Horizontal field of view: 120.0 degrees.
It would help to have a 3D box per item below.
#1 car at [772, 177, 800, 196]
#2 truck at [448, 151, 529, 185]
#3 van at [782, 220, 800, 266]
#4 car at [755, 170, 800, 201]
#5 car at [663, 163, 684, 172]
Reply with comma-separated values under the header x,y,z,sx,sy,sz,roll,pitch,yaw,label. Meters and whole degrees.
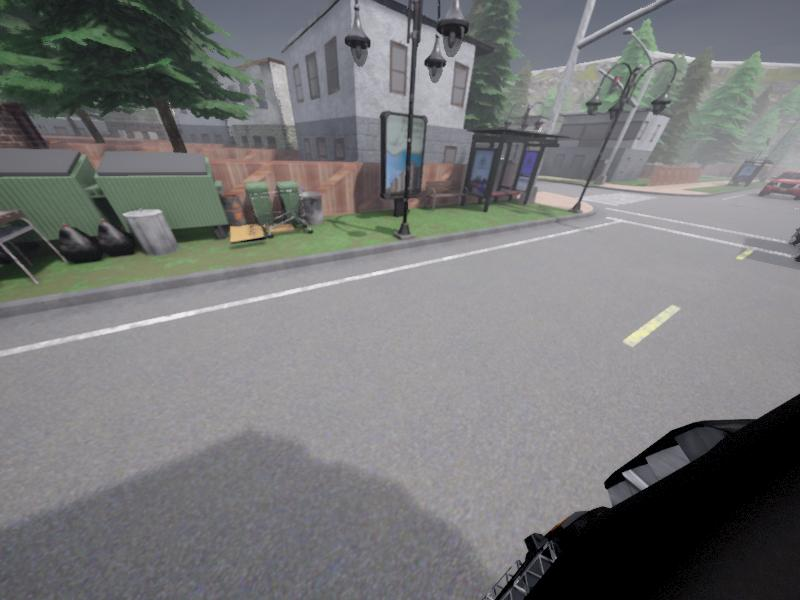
x,y,z,sx,sy,sz,roll,pitch,yaw,label
40.851,-11.692,23.757,4.181,1.385,1.994,-16,38,-26,car
7.653,-12.074,20.917,2.390,2.098,6.274,-22,41,-33,truck
13.063,-2.061,6.369,4.442,1.987,1.775,-20,40,-31,van
33.959,-10.019,20.048,5.566,2.045,2.150,-16,38,-26,car
69.862,-33.968,59.062,4.605,1.855,1.932,-17,38,-27,car
